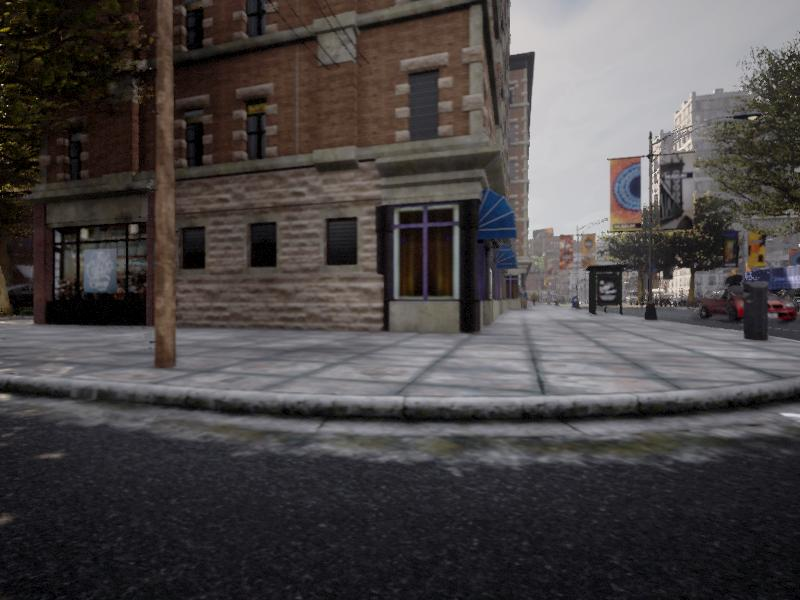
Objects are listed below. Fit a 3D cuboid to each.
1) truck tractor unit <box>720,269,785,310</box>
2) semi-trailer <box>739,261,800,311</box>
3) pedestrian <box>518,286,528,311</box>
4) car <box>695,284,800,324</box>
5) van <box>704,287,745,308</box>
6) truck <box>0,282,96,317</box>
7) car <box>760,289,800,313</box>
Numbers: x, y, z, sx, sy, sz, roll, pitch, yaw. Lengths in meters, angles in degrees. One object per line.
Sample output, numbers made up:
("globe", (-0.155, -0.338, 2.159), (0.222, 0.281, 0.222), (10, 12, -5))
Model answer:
("truck tractor unit", (39.814, -1.088, 45.526), (3.053, 4.208, 6.516), (0, 0, 17))
("semi-trailer", (37.568, -1.212, 37.930), (2.717, 4.402, 14.254), (0, 0, 16))
("pedestrian", (9.120, -0.109, 29.659), (0.751, 1.860, 0.751), (0, 0, 17))
("car", (16.344, 0.159, 19.058), (2.242, 1.667, 4.611), (0, 0, 16))
("van", (41.589, -0.261, 51.509), (1.988, 2.561, 5.915), (0, 0, 16))
("truck", (-24.600, -0.049, 27.068), (2.390, 2.098, 6.274), (0, 0, 16))
("car", (32.572, 0.057, 33.386), (1.932, 1.855, 4.605), (0, 0, 17))
